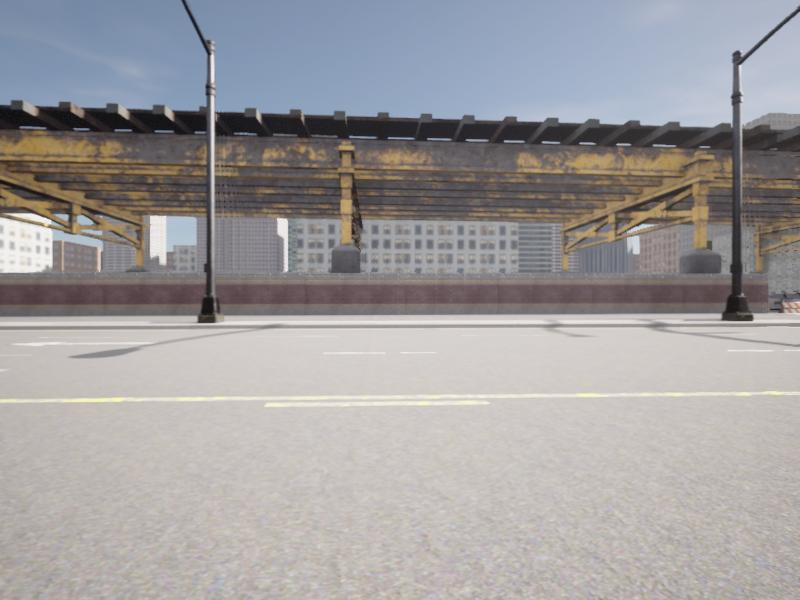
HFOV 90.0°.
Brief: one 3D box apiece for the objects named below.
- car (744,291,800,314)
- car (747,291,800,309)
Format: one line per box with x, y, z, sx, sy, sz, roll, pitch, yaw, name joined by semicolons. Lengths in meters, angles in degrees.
27.195;0.146;27.763;4.974;1.542;2.038;0;0;42;car
27.156;-0.011;27.798;4.536;1.218;1.853;0;0;42;car
